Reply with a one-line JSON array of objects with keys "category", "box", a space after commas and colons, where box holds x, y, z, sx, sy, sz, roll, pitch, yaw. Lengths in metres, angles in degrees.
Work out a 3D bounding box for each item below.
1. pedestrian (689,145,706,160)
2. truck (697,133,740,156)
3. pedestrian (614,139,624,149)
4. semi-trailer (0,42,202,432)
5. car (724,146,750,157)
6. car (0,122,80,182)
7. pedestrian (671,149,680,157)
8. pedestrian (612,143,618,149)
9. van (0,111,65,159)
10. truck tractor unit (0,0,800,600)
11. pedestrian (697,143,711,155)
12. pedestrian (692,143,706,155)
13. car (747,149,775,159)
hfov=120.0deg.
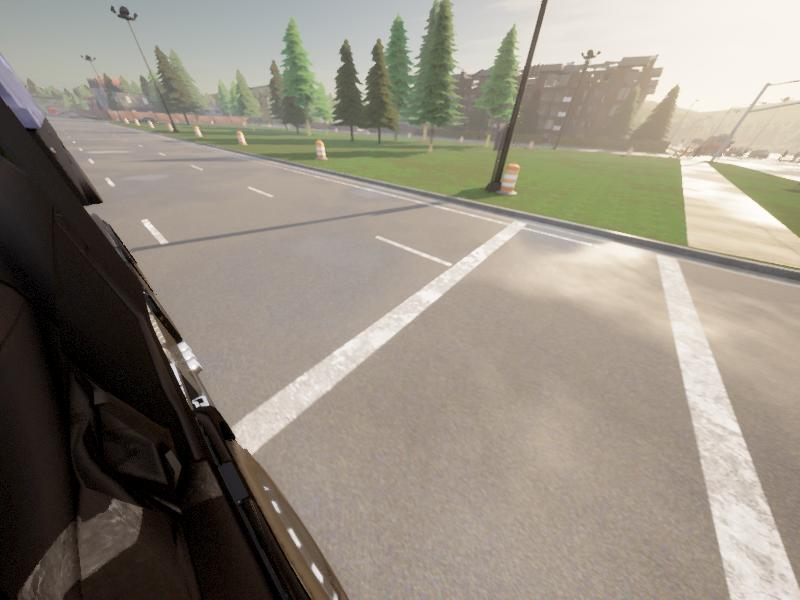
[{"category": "pedestrian", "box": [45.490, -22.646, 35.354, 0.751, 1.860, 0.751, 32, 45, 33]}, {"category": "truck", "box": [69.235, -34.029, 50.547, 2.891, 3.827, 8.468, 28, 44, 30]}, {"category": "pedestrian", "box": [48.212, -34.280, 50.794, 0.751, 1.860, 0.751, 30, 45, 32]}, {"category": "semi-trailer", "box": [-8.690, -3.622, 4.218, 14.254, 4.402, 2.717, 28, 44, 30]}, {"category": "car", "box": [71.669, -31.666, 49.191, 1.905, 1.878, 3.866, 28, 44, 30]}, {"category": "car", "box": [-16.035, -6.424, 9.795, 5.027, 1.651, 2.152, 28, 44, 30]}, {"category": "pedestrian", "box": [45.241, -24.102, 37.914, 0.500, 1.100, 0.500, -27, 46, -34]}, {"category": "pedestrian", "box": [48.173, -34.520, 51.745, 0.500, 1.100, 0.500, 28, 44, 30]}, {"category": "van", "box": [-21.664, -9.603, 13.337, 4.442, 1.987, 1.775, 28, 44, 30]}, {"category": "truck tractor unit", "box": [-2.645, -0.295, 0.351, 6.516, 4.208, 3.053, 28, 44, 30]}, {"category": "pedestrian", "box": [58.061, -28.797, 44.129, 0.751, 1.860, 0.751, 26, 42, 27]}, {"category": "pedestrian", "box": [57.500, -29.036, 44.413, 0.751, 1.860, 0.751, 25, 42, 27]}, {"category": "car", "box": [74.624, -30.275, 47.845, 1.837, 1.490, 4.892, 28, 44, 30]}]
